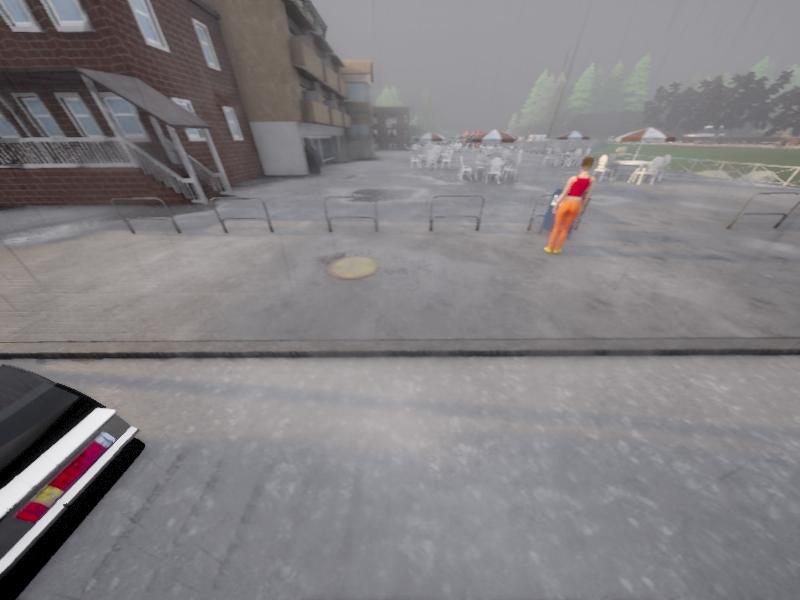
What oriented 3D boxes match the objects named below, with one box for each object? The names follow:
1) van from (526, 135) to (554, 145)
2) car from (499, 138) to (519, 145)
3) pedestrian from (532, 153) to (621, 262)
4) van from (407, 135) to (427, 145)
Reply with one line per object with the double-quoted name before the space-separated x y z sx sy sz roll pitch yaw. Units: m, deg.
"van" 42.836 -49.255 70.884 6.366 2.431 2.351 0 35 0
"car" 33.637 -48.848 71.175 4.974 1.542 2.038 0 35 0
"pedestrian" 3.413 -1.847 4.670 0.751 1.860 0.751 17 39 23
"van" 5.405 -51.370 74.299 5.915 2.561 1.988 0 35 0
